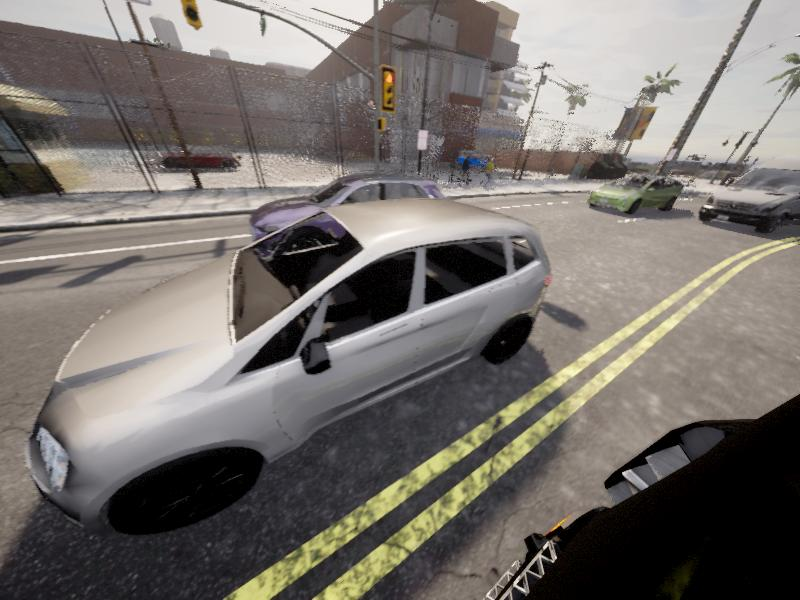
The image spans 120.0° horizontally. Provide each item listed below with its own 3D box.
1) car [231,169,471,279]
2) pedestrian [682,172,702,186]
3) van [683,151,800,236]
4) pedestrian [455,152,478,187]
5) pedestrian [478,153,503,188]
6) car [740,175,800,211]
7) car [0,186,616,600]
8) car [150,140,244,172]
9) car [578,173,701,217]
[{"bbox_3d":[-0.940,-2.166,5.669,4.856,1.649,2.033,-15,38,-25],"label":"car"},{"bbox_3d":[27.301,-11.270,21.596,0.500,1.100,0.500,-1,34,-5],"label":"pedestrian"},{"bbox_3d":[15.471,-4.274,9.223,5.915,2.561,1.988,-6,35,-14],"label":"van"},{"bbox_3d":[4.197,-8.298,14.737,0.751,1.860,0.751,-14,37,-23],"label":"pedestrian"},{"bbox_3d":[5.746,-8.255,14.787,0.751,1.860,0.751,-13,37,-22],"label":"pedestrian"},{"bbox_3d":[25.220,-6.524,14.152,5.027,1.651,2.152,1,34,-3],"label":"car"},{"bbox_3d":[-0.460,-0.100,2.558,4.611,1.667,2.242,-16,38,-25],"label":"car"},{"bbox_3d":[-14.279,-10.381,16.712,4.553,1.767,2.185,-16,38,-26],"label":"car"},{"bbox_3d":[11.614,-5.246,11.313,4.514,1.525,2.007,-10,36,-18],"label":"car"}]
